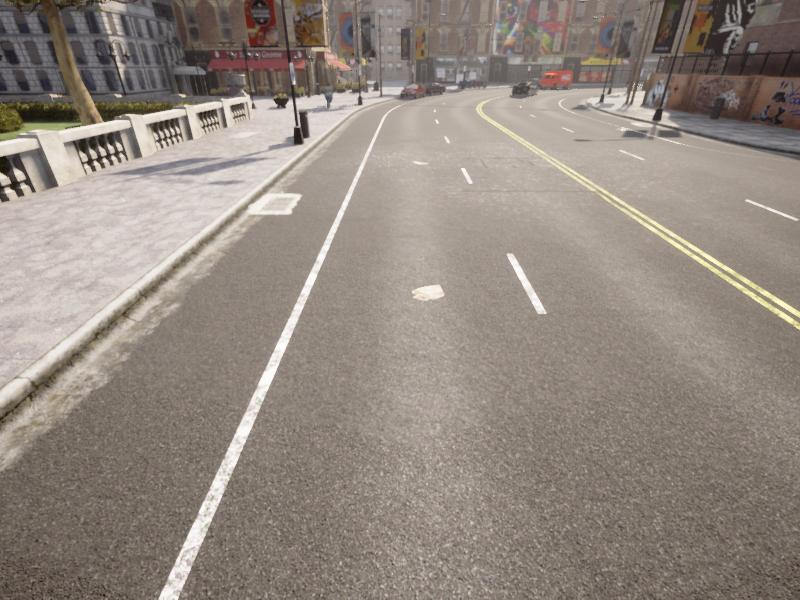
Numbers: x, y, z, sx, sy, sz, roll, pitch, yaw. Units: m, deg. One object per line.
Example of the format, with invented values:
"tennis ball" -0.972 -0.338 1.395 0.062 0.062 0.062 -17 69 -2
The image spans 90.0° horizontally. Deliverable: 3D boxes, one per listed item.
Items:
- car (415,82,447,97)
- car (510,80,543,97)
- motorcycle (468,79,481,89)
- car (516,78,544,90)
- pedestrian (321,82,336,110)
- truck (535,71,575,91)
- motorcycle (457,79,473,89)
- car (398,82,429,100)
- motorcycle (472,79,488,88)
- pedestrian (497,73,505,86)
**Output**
"car" 3.768 -25.534 48.456 1.895 1.301 4.718 17 34 26
"car" 15.001 -25.091 47.366 1.930 1.638 5.238 19 35 29
"motorcycle" 11.361 -32.906 60.894 1.805 1.236 0.856 5 31 9
"car" 19.972 -33.110 61.347 3.806 1.475 1.970 -22 37 -32
"pedestrian" -5.429 -15.497 30.366 0.751 1.860 0.751 5 31 9
"truck" 22.947 -32.490 59.213 5.204 2.467 2.627 -22 37 -32
"motorcycle" 9.822 -32.500 60.141 2.209 1.251 0.867 5 31 9
"car" 1.527 -22.940 43.863 2.002 1.452 4.674 11 32 18
"motorcycle" 12.303 -33.410 61.701 2.356 1.277 0.764 5 31 9
"pedestrian" 16.812 -36.524 66.380 0.751 1.860 0.751 -25 38 -36
